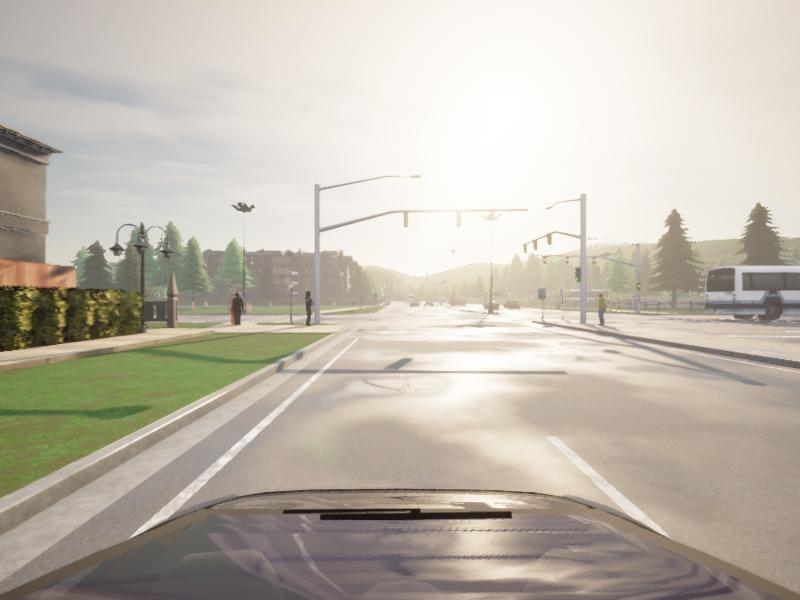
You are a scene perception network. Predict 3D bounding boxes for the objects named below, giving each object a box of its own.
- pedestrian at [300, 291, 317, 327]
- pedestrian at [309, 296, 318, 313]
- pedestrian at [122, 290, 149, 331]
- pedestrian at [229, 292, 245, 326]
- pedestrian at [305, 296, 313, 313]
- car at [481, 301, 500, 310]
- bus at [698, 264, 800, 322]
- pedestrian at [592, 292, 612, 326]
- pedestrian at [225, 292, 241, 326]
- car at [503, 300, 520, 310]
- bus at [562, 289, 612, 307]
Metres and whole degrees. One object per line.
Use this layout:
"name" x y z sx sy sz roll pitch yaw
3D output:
"pedestrian" -4.807 0.451 21.071 0.751 1.860 0.751 0 0 -5
"pedestrian" -9.409 0.478 43.532 0.751 1.860 0.751 0 0 -1
"pedestrian" -12.344 0.482 18.701 0.751 1.860 0.751 0 0 0
"pedestrian" -8.880 0.481 21.841 0.751 1.860 0.751 0 0 -18
"pedestrian" -9.701 0.478 42.748 0.751 1.860 0.751 0 0 -4
"car" 15.025 0.840 66.809 2.163 1.488 4.792 0 0 0
"bus" 30.257 -0.537 31.752 10.273 4.253 3.944 0 0 0
"pedestrian" 11.070 0.481 21.912 0.751 1.860 0.751 0 0 6
"pedestrian" -9.343 0.481 22.434 0.751 1.860 0.751 0 0 -16
"car" 18.526 0.777 66.644 1.851 1.617 3.988 0 0 0
"bus" 44.919 -0.551 96.400 10.273 4.253 3.944 0 0 0
